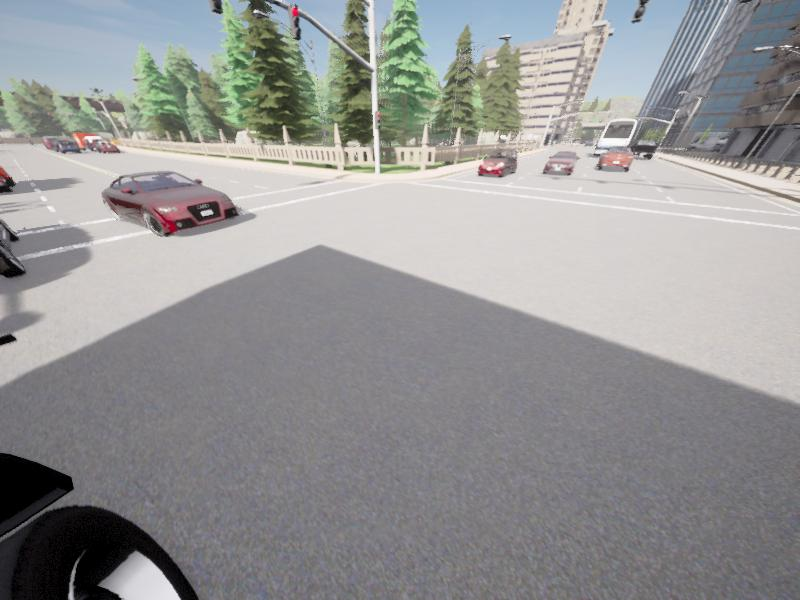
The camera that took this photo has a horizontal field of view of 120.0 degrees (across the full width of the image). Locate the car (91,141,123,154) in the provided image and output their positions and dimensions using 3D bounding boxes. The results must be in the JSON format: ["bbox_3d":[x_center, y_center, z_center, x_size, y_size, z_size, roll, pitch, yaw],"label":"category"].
[{"bbox_3d":[-43.703,-22.721,34.410,3.806,1.475,1.970,22,41,28],"label":"car"}]

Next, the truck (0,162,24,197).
[{"bbox_3d":[-20.182,-6.125,10.241,5.204,2.467,2.627,23,41,27],"label":"truck"}]

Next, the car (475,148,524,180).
[{"bbox_3d":[7.167,-9.848,16.538,1.851,1.617,3.988,24,41,29],"label":"car"}]

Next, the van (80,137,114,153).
[{"bbox_3d":[-48.819,-25.042,37.163,4.480,2.038,2.069,22,41,28],"label":"van"}]

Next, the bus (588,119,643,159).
[{"bbox_3d":[31.203,-23.586,33.944,3.944,4.253,10.273,22,41,28],"label":"bus"}]

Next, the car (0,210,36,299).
[{"bbox_3d":[-9.155,-1.273,4.199,5.238,1.638,1.930,22,41,28],"label":"car"}]

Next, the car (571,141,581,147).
[{"bbox_3d":[55.089,-48.885,72.376,1.801,1.575,5.366,22,41,28],"label":"car"}]

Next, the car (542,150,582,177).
[{"bbox_3d":[12.568,-10.619,17.824,1.812,1.442,4.674,22,41,28],"label":"car"}]

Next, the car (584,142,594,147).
[{"bbox_3d":[59.754,-49.121,72.887,1.994,1.385,4.181,22,41,28],"label":"car"}]

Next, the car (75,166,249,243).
[{"bbox_3d":[-7.135,-3.107,7.054,4.181,1.385,1.994,17,38,22],"label":"car"}]

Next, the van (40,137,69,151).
[{"bbox_3d":[-59.527,-26.932,39.786,4.442,1.987,1.775,22,41,28],"label":"van"}]

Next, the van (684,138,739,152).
[{"bbox_3d":[66.898,-33.490,49.798,6.366,2.431,2.351,22,41,28],"label":"van"}]

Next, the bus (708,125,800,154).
[{"bbox_3d":[68.987,-30.810,44.437,10.273,4.253,3.944,22,41,28],"label":"bus"}]

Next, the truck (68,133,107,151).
[{"bbox_3d":[-54.498,-27.541,40.278,5.204,2.467,2.627,22,41,28],"label":"truck"}]

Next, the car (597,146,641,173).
[{"bbox_3d":[19.242,-12.624,20.574,2.152,1.651,5.027,22,41,28],"label":"car"}]

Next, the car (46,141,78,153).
[{"bbox_3d":[-53.711,-24.314,36.645,5.357,1.411,2.033,22,41,28],"label":"car"}]

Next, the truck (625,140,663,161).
[{"bbox_3d":[32.360,-20.106,30.891,2.390,2.098,6.274,23,41,29],"label":"truck"}]

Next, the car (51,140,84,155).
[{"bbox_3d":[-48.177,-22.139,33.430,3.988,1.617,1.851,22,41,28],"label":"car"}]
